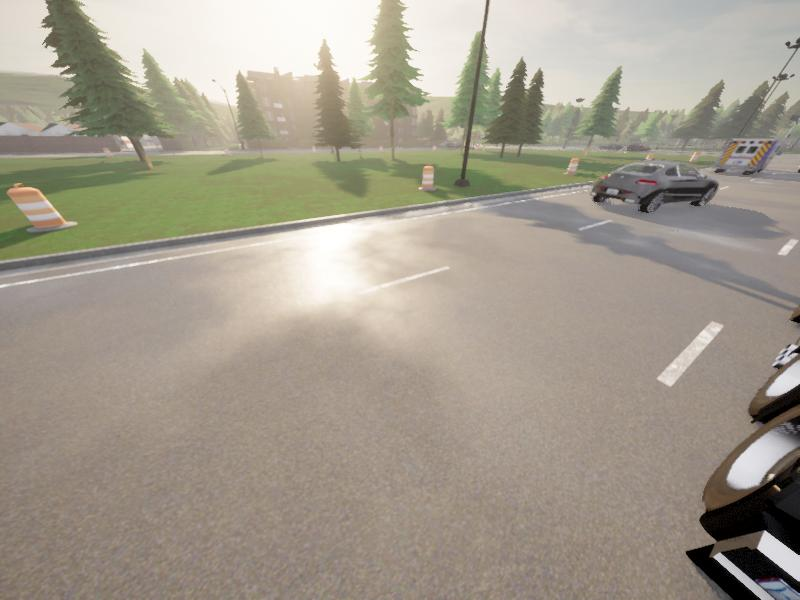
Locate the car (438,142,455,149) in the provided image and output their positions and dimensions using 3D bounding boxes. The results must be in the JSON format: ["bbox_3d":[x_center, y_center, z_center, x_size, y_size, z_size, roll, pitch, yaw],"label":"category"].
[{"bbox_3d":[14.090,-47.308,70.611,4.611,1.667,2.242,-18,39,-24],"label":"car"}]

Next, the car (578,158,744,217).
[{"bbox_3d":[10.527,-4.766,9.508,5.027,1.651,2.152,-11,36,-16],"label":"car"}]

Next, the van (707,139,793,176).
[{"bbox_3d":[29.788,-12.226,19.669,6.366,2.431,2.351,-18,39,-24],"label":"van"}]

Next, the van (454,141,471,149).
[{"bbox_3d":[17.771,-44.020,65.641,4.442,1.987,1.775,-18,39,-24],"label":"van"}]

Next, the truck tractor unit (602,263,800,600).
[{"bbox_3d":[5.105,-0.308,0.779,6.516,4.208,3.053,-19,39,-24],"label":"truck tractor unit"}]

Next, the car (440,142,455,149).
[{"bbox_3d":[13.791,-44.883,67.180,3.988,1.617,1.851,-18,39,-24],"label":"car"}]

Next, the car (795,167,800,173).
[{"bbox_3d":[37.210,-11.874,20.211,4.718,1.301,1.895,-18,39,-24],"label":"car"}]
